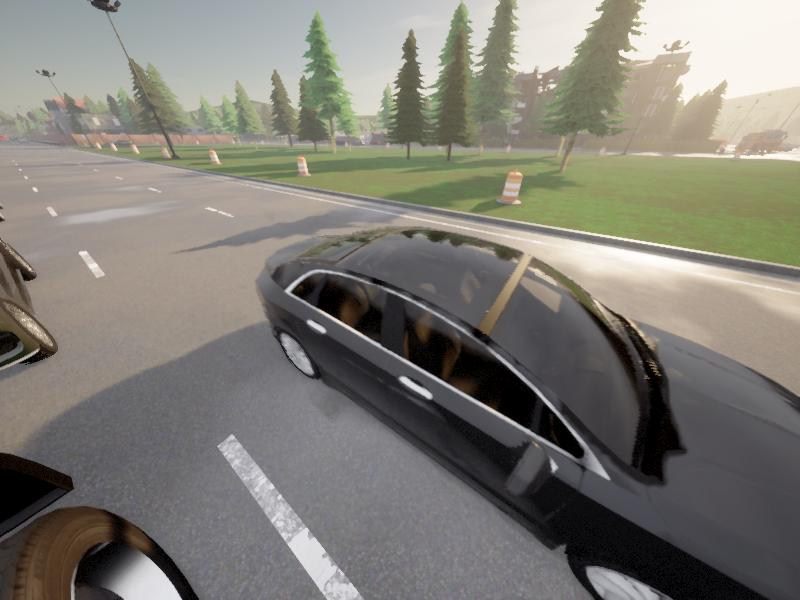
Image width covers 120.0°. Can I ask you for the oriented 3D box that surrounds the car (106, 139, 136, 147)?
[{"bbox_3d":[-74.197,-41.769,61.463,2.007,1.525,4.514,12,37,17],"label":"car"}]

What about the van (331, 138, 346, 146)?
[{"bbox_3d":[-18.889,-48.605,71.091,4.442,1.987,1.775,22,41,28],"label":"van"}]

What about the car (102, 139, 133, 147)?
[{"bbox_3d":[-77.180,-43.008,63.131,2.242,1.667,4.611,13,37,18],"label":"car"}]

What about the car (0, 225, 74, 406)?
[{"bbox_3d":[-6.491,-0.146,2.681,5.027,1.651,2.152,22,41,28],"label":"car"}]

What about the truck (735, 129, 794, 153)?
[{"bbox_3d":[75.042,-32.970,47.945,2.891,3.827,8.468,22,40,28],"label":"truck"}]

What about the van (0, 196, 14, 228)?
[{"bbox_3d":[-14.064,-3.372,6.884,4.442,1.987,1.775,22,41,28],"label":"van"}]

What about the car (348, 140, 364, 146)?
[{"bbox_3d":[-14.503,-51.556,75.706,4.611,1.667,2.242,22,41,28],"label":"car"}]

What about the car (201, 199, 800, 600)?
[{"bbox_3d":[0.545,0.299,2.201,4.892,1.490,1.837,22,40,28],"label":"car"}]
